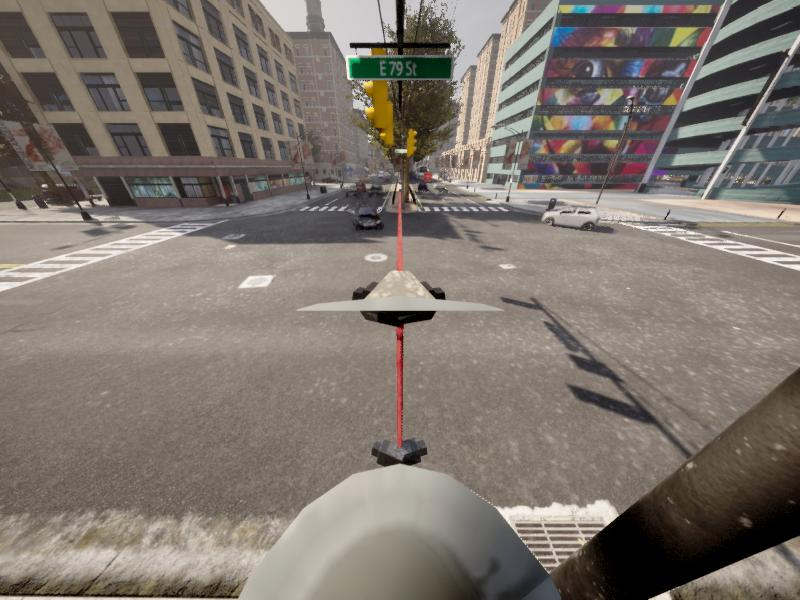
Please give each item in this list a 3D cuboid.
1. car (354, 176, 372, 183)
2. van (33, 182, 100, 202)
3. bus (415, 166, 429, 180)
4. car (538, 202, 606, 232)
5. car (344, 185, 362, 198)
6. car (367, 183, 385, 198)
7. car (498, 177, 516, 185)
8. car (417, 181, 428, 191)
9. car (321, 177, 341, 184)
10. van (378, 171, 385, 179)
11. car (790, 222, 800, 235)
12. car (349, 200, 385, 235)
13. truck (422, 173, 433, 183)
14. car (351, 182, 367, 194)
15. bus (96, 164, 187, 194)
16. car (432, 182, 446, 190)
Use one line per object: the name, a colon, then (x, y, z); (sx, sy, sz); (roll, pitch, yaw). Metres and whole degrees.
car: (-10.956, -35.921, 68.642); (1.801, 1.575, 5.366); (23, 37, 35)
van: (-45.155, -14.766, 31.544); (2.069, 2.038, 4.480); (0, 30, 0)
bus: (7.839, -46.157, 83.701); (3.944, 4.253, 10.273); (0, 30, 0)
car: (12.903, -6.344, 17.464); (3.633, 1.501, 1.845); (22, 37, 33)
car: (-7.151, -16.750, 35.573); (1.812, 1.442, 4.674); (0, 30, 0)
car: (-3.693, -17.091, 35.937); (2.242, 1.667, 4.611); (0, 30, 0)
car: (27.196, -30.383, 58.961); (2.161, 1.482, 4.786); (0, 30, 0)
car: (4.333, -22.030, 44.633); (1.845, 1.501, 3.633); (0, 30, 0)
car: (-18.653, -32.430, 62.678); (4.892, 1.490, 1.837); (1, 30, 1)
van: (-7.034, -46.903, 86.705); (1.988, 2.561, 5.915); (0, 30, 0)
car: (29.108, -4.864, 14.550); (4.605, 1.855, 1.932); (0, 30, 0)
car: (-2.647, -6.432, 17.609); (2.038, 1.542, 4.974); (-7, 31, -12)
truck: (7.862, -35.493, 67.029); (2.627, 2.467, 5.204); (0, 31, 0)
car: (-7.178, -20.111, 41.311); (2.007, 1.525, 4.514); (0, 30, 0)
bus: (-45.267, -21.768, 41.444); (3.944, 4.253, 10.273); (0, 29, 0)
car: (7.839, -23.066, 46.660); (1.895, 1.301, 4.718); (0, 30, 0)
